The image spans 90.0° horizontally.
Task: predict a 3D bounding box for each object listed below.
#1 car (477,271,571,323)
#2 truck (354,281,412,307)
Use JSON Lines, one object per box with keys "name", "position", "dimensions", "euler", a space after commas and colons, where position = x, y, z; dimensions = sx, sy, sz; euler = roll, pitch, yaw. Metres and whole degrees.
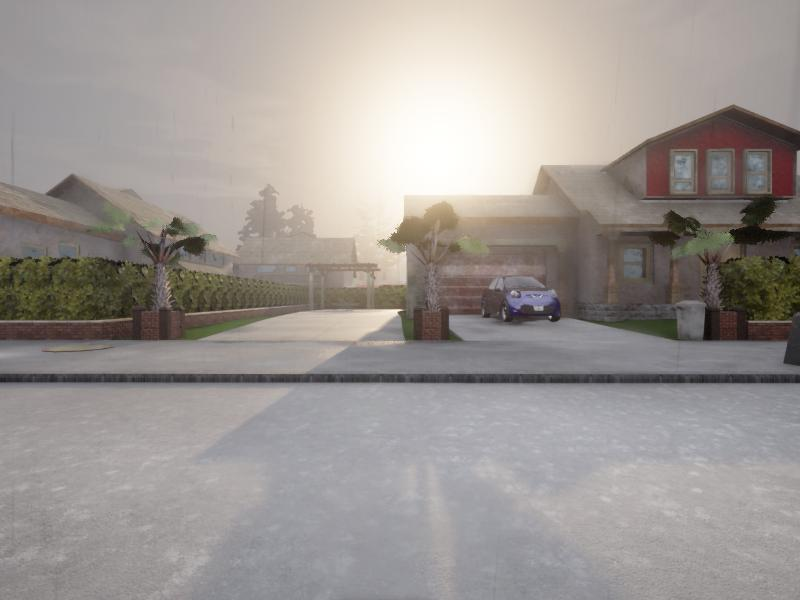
{"name": "car", "position": [3.891, -0.082, 13.247], "dimensions": [1.845, 1.501, 3.633], "euler": [0, 0, -3]}
{"name": "truck", "position": [-2.477, -0.921, 60.272], "dimensions": [8.468, 3.827, 2.891], "euler": [0, 0, 0]}
